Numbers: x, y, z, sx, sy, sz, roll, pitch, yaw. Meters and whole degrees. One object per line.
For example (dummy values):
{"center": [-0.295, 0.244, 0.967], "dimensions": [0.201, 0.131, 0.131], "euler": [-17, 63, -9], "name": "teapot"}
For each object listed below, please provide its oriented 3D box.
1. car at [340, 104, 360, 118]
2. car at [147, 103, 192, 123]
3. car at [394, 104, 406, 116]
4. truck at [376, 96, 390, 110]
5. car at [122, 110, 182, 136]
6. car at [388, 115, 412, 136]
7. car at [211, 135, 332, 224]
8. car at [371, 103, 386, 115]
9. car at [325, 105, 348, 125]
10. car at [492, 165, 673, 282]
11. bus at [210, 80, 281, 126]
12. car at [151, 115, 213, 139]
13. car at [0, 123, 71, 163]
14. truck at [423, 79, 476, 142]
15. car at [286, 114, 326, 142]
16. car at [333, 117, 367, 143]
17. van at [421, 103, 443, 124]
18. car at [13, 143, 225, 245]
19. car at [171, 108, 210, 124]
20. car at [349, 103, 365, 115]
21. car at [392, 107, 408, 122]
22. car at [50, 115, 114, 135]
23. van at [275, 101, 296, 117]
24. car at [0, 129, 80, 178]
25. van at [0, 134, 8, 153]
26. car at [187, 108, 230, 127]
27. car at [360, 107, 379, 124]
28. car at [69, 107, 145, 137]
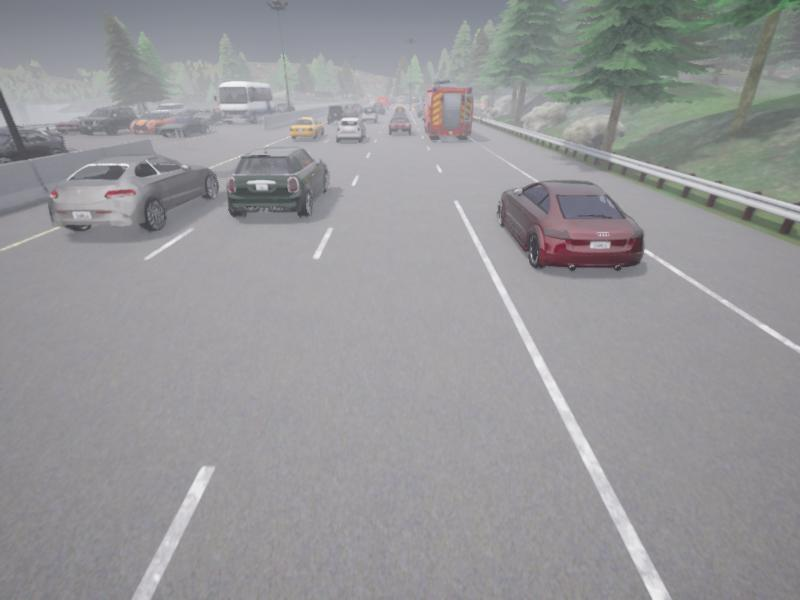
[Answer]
{"center": [-6.992, -26.727, 56.576], "dimensions": [2.242, 1.667, 4.611], "euler": [0, 27, 0], "name": "car"}
{"center": [-27.992, -22.863, 48.861], "dimensions": [2.150, 2.045, 5.566], "euler": [0, 27, 0], "name": "car"}
{"center": [0.006, -29.403, 61.845], "dimensions": [1.882, 1.535, 5.008], "euler": [0, 27, 0], "name": "car"}
{"center": [-3.557, -41.856, 84.969], "dimensions": [2.627, 2.467, 5.204], "euler": [0, 27, 0], "name": "truck"}
{"center": [-20.994, -15.165, 34.167], "dimensions": [2.097, 1.767, 4.553], "euler": [0, 27, 0], "name": "car"}
{"center": [0.007, -14.793, 33.818], "dimensions": [1.895, 1.301, 4.718], "euler": [0, 27, 0], "name": "car"}
{"center": [-3.495, -3.808, 12.032], "dimensions": [2.097, 1.767, 4.553], "euler": [0, 27, 0], "name": "car"}
{"center": [-3.500, -31.135, 65.083], "dimensions": [2.242, 1.667, 4.611], "euler": [0, 27, 0], "name": "car"}
{"center": [-6.991, -20.669, 44.604], "dimensions": [1.905, 1.878, 3.866], "euler": [0, 27, 0], "name": "car"}
{"center": [3.501, -1.908, 8.758], "dimensions": [1.994, 1.385, 4.181], "euler": [0, 27, 0], "name": "car"}
{"center": [-17.377, -22.825, 46.293], "dimensions": [3.944, 4.253, 10.273], "euler": [0, 27, 0], "name": "bus"}
{"center": [-17.494, -14.082, 32.478], "dimensions": [2.033, 1.411, 5.357], "euler": [0, 27, 0], "name": "car"}
{"center": [-20.996, -8.594, 21.737], "dimensions": [2.038, 1.542, 4.974], "euler": [0, 27, 0], "name": "car"}
{"center": [3.509, -14.595, 30.648], "dimensions": [2.891, 3.827, 8.468], "euler": [0, 27, 0], "name": "truck"}
{"center": [-6.993, -13.153, 30.390], "dimensions": [1.801, 1.575, 5.366], "euler": [0, 27, 0], "name": "car"}
{"center": [-3.492, -12.289, 28.801], "dimensions": [1.970, 1.475, 3.806], "euler": [0, 27, 0], "name": "car"}
{"center": [3.515, -21.052, 45.104], "dimensions": [2.069, 2.038, 4.480], "euler": [0, 27, 0], "name": "van"}
{"center": [-6.996, -3.138, 10.952], "dimensions": [2.152, 1.651, 5.027], "euler": [0, 27, 0], "name": "car"}
{"center": [-24.493, -21.611, 46.972], "dimensions": [2.007, 1.525, 4.514], "euler": [0, 27, 0], "name": "car"}
{"center": [-7.000, -31.470, 65.806], "dimensions": [2.033, 1.649, 4.856], "euler": [0, 27, 0], "name": "car"}
{"center": [0.009, -22.588, 48.660], "dimensions": [1.845, 1.501, 3.633], "euler": [0, 27, 0], "name": "car"}
{"center": [-27.993, -15.523, 35.461], "dimensions": [1.895, 1.301, 4.718], "euler": [0, 27, 0], "name": "car"}
{"center": [-17.492, -29.317, 61.321], "dimensions": [1.775, 1.987, 4.442], "euler": [0, 28, 0], "name": "van"}
{"center": [-17.493, -6.687, 18.033], "dimensions": [2.128, 1.511, 4.902], "euler": [0, 27, 0], "name": "car"}
{"center": [-24.494, -8.731, 21.465], "dimensions": [2.069, 2.038, 4.480], "euler": [0, 27, 0], "name": "van"}
{"center": [-20.992, -20.222, 44.149], "dimensions": [2.152, 1.651, 5.027], "euler": [0, 27, 0], "name": "car"}
{"center": [-3.491, -21.551, 46.593], "dimensions": [1.851, 1.617, 3.988], "euler": [0, 27, 0], "name": "car"}
{"center": [-24.494, -15.127, 33.849], "dimensions": [2.150, 2.045, 5.566], "euler": [0, 27, 0], "name": "car"}
